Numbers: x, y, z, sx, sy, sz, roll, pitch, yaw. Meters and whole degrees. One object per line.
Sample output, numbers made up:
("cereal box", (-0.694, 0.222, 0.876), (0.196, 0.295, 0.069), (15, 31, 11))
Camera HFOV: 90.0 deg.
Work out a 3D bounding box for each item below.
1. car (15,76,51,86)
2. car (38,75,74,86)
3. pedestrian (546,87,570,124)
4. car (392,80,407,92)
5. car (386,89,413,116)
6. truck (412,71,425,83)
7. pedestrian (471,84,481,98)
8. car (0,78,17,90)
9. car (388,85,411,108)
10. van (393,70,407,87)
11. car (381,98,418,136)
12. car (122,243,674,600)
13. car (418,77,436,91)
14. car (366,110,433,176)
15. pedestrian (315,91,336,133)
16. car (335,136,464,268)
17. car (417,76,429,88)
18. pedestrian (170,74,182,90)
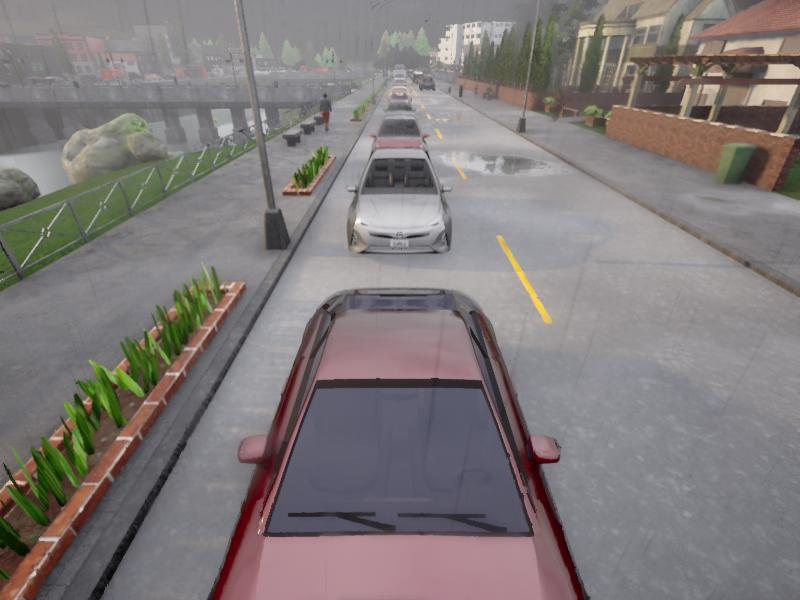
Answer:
("car", (-65.741, -39.277, 71.783), (1.837, 1.490, 4.892), (0, 30, 0))
("car", (-61.741, -39.452, 71.947), (1.930, 1.638, 5.238), (0, 30, 0))
("pedestrian", (9.161, -11.281, 23.235), (0.751, 1.860, 0.751), (0, 30, 0))
("car", (-0.042, -29.932, 55.914), (1.994, 1.385, 4.181), (0, 30, 0))
("car", (-0.026, -14.618, 29.533), (1.845, 1.501, 3.633), (0, 30, 0))
("truck", (3.938, -47.993, 86.111), (2.390, 2.098, 6.274), (0, 30, 0))
("pedestrian", (8.103, -22.244, 42.563), (0.751, 1.300, 0.751), (-7, 31, -11))
("car", (-61.730, -33.136, 61.378), (1.970, 1.475, 3.806), (0, 30, 0))
("car", (-0.029, -18.053, 35.406), (1.882, 1.535, 5.008), (0, 31, 0))
("van", (-0.054, -38.726, 69.913), (2.351, 2.431, 6.366), (0, 30, 0))
("car", (-0.020, -9.909, 21.523), (1.816, 1.474, 4.193), (0, 30, 0))
("car", (-0.007, 1.027, 2.928), (1.994, 1.385, 4.181), (0, 30, 0))
("car", (3.956, -31.937, 59.037), (2.242, 1.667, 4.611), (0, 30, 0))
("car", (-0.015, -5.739, 14.331), (2.007, 1.525, 4.514), (0, 30, 0))
("pedestrian", (-3.689, -9.376, 19.974), (0.751, 1.860, 0.751), (0, 30, 1))
("car", (-0.011, -2.350, 8.528), (2.007, 1.525, 4.514), (0, 30, 0))
("car", (3.952, -37.459, 68.642), (1.851, 1.617, 3.988), (0, 30, 0))
("pedestrian", (-30.213, -29.414, 54.014), (0.751, 1.860, 0.751), (3, 30, 5))
